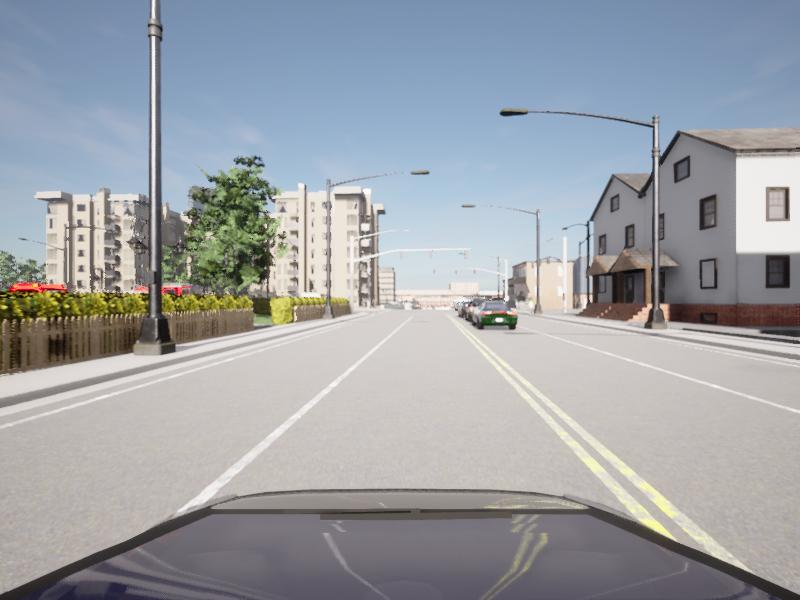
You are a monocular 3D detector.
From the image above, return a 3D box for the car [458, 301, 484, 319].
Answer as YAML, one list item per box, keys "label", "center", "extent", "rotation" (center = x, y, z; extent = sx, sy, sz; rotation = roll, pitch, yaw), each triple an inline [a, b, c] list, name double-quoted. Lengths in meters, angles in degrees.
- label: "car"
  center: [6.252, 0.853, 35.650]
  extent: [1.812, 1.442, 4.674]
  rotation: [0, 0, 5]

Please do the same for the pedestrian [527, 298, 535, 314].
- label: "pedestrian"
  center: [15.880, 0.699, 48.495]
  extent: [0.751, 1.860, 0.751]
  rotation: [0, 0, 6]

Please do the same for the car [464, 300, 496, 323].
- label: "car"
  center: [5.733, 0.774, 29.107]
  extent: [1.851, 1.617, 3.988]
  rotation: [0, 0, 5]

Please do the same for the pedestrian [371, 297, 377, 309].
- label: "pedestrian"
  center: [-4.169, 0.458, 63.667]
  extent: [0.751, 1.860, 0.751]
  rotation: [0, 0, -14]

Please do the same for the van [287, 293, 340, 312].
- label: "van"
  center: [-11.191, 0.352, 52.320]
  extent: [6.366, 2.431, 2.351]
  rotation: [0, 0, 5]

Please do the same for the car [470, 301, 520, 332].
- label: "car"
  center: [5.217, 0.815, 22.628]
  extent: [2.038, 1.542, 4.974]
  rotation: [0, 0, 5]

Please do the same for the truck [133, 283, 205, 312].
- label: "truck"
  center: [-31.242, -0.349, 54.311]
  extent: [8.468, 3.827, 2.891]
  rotation: [0, 0, 7]
